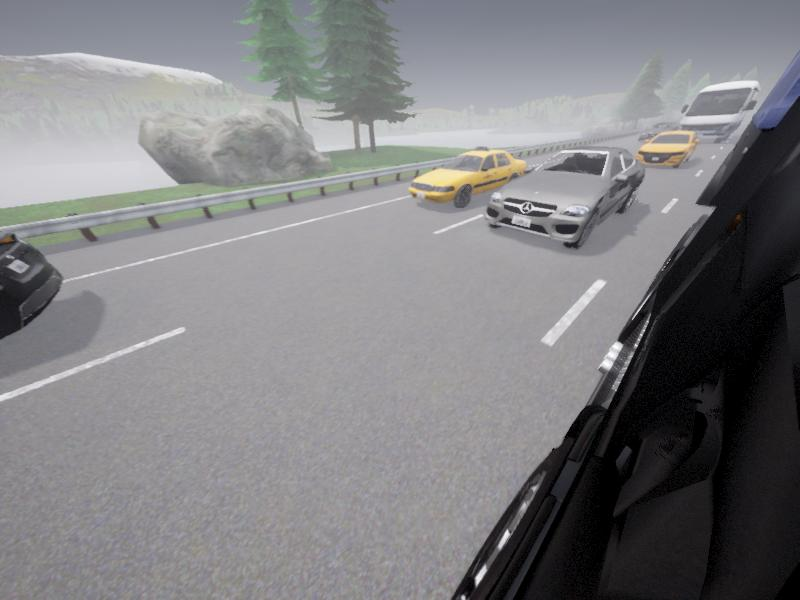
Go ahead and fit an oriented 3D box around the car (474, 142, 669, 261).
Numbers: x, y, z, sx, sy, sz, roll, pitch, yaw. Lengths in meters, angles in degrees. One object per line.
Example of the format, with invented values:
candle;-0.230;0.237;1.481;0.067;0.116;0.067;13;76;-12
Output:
car;4.465;-2.914;5.954;5.027;1.651;2.152;-28;43;-30

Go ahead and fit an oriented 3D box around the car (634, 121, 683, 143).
car;27.292;-17.710;24.375;4.611;1.667;2.242;-27;42;-29

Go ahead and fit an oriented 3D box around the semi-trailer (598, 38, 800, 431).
semi-trailer;8.689;-3.603;4.250;14.254;4.402;2.717;-28;43;-30

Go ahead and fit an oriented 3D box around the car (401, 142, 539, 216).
car;2.699;-4.678;8.490;5.366;1.575;1.801;-28;43;-30

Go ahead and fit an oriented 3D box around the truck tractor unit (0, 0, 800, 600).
truck tractor unit;2.645;-0.295;0.351;6.516;4.208;3.053;-28;44;-30

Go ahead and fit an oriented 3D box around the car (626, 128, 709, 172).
car;14.686;-8.315;12.636;5.008;1.535;1.882;-28;43;-30

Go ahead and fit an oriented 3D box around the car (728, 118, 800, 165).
car;20.130;-8.596;12.438;4.553;1.767;2.097;-28;43;-30

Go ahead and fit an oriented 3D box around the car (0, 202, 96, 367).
car;-6.947;0.474;2.219;4.514;1.525;2.007;-28;43;-30

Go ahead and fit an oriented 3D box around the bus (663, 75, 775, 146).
bus;29.789;-17.377;21.583;10.273;4.253;3.944;-27;43;-29
